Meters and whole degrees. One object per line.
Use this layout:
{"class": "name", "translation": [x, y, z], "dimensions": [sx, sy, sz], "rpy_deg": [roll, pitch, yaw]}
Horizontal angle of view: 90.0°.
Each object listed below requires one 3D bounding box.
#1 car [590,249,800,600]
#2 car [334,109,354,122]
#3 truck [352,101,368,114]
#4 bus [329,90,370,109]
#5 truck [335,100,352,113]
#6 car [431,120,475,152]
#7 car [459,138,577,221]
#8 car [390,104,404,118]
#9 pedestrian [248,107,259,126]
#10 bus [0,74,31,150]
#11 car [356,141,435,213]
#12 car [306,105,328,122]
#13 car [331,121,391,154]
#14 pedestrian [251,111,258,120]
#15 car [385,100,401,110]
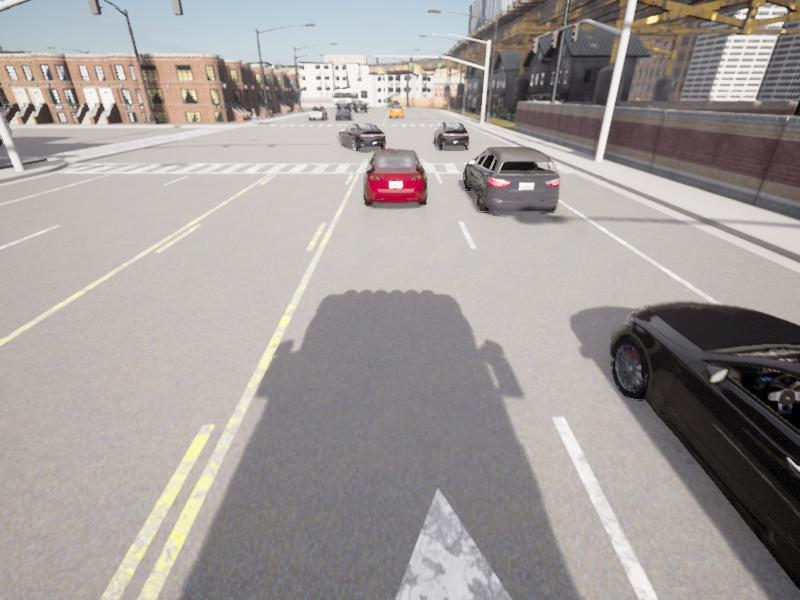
{"class": "car", "translation": [3.417, 1.124, 2.864], "dimensions": [1.812, 1.442, 4.674], "rpy_deg": [0, 27, 0]}
{"class": "car", "translation": [-7.408, -24.588, 53.168], "dimensions": [1.994, 1.385, 4.181], "rpy_deg": [0, 27, 0]}
{"class": "truck", "translation": [-7.559, -36.663, 75.939], "dimensions": [2.390, 2.098, 6.274], "rpy_deg": [0, 27, 0]}
{"class": "bus", "translation": [-12.878, -51.336, 102.233], "dimensions": [10.273, 4.253, 3.944], "rpy_deg": [19, 33, 33]}
{"class": "truck", "translation": [-11.083, -37.986, 78.528], "dimensions": [2.390, 2.098, 6.274], "rpy_deg": [0, 27, 0]}
{"class": "car", "translation": [3.269, -10.620, 25.722], "dimensions": [2.128, 1.511, 4.902], "rpy_deg": [0, 27, 0]}
{"class": "car", "translation": [3.353, -3.963, 12.551], "dimensions": [2.242, 1.667, 4.611], "rpy_deg": [0, 27, 0]}
{"class": "car", "translation": [-0.478, -28.654, 60.632], "dimensions": [2.097, 1.767, 4.553], "rpy_deg": [0, 27, 0]}
{"class": "pedestrian", "translation": [-15.967, -20.031, 43.689], "dimensions": [0.751, 1.860, 0.751], "rpy_deg": [-4, 27, -7]}
{"class": "bus", "translation": [-30.301, -11.548, 24.576], "dimensions": [10.273, 4.253, 3.944], "rpy_deg": [0, 27, 0]}
{"class": "car", "translation": [-0.186, -4.277, 13.375], "dimensions": [2.163, 1.488, 4.792], "rpy_deg": [-1, 27, -1]}
{"class": "car", "translation": [-10.910, -24.895, 53.212], "dimensions": [1.932, 1.855, 4.605], "rpy_deg": [0, 27, 0]}
{"class": "car", "translation": [-2.519, -10.281, 25.065], "dimensions": [2.128, 1.511, 4.902], "rpy_deg": [-12, 29, -22]}
{"class": "pedestrian", "translation": [-18.625, -23.660, 51.288], "dimensions": [0.500, 1.100, 0.500], "rpy_deg": [1, 27, 1]}
{"class": "car", "translation": [-1.690, -46.763, 95.909], "dimensions": [1.905, 1.878, 3.866], "rpy_deg": [-16, 31, -28]}
